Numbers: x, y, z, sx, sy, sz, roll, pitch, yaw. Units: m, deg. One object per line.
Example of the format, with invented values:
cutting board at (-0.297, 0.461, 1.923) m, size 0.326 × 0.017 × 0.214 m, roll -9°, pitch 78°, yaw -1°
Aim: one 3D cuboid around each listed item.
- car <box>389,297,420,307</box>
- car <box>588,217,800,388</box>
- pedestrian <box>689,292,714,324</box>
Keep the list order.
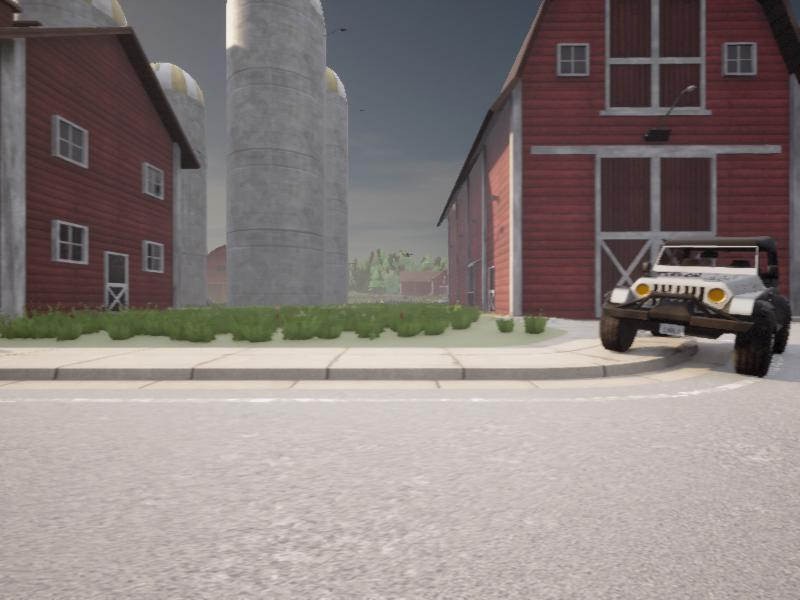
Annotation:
car at (0.699, 0.278, 61.613) m, size 4.792 × 1.488 × 2.163 m, roll 0°, pitch 0°, yaw 0°
car at (4.856, -0.113, 6.364) m, size 3.866 × 1.878 × 1.905 m, roll -2°, pitch 7°, yaw -42°
pedestrian at (10.365, 0.268, 13.769) m, size 0.500 × 1.100 × 0.500 m, roll 0°, pitch 0°, yaw -1°
